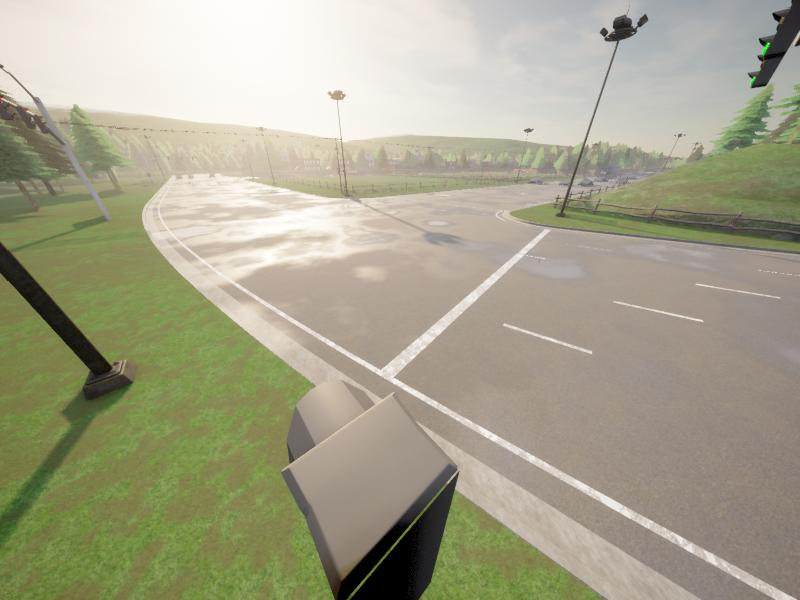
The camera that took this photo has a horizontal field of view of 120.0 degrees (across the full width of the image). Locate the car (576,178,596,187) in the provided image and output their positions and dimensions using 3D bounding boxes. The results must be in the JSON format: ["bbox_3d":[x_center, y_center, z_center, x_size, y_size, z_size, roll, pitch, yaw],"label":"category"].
[{"bbox_3d":[42.518,-26.841,52.702,4.553,1.767,2.097,-23,37,-34],"label":"car"}]

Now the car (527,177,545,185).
[{"bbox_3d":[34.670,-30.335,58.907,5.238,1.638,1.930,-23,37,-34],"label":"car"}]

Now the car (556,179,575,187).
[{"bbox_3d":[38.731,-27.352,54.012,4.181,1.385,1.994,-23,37,-34],"label":"car"}]
